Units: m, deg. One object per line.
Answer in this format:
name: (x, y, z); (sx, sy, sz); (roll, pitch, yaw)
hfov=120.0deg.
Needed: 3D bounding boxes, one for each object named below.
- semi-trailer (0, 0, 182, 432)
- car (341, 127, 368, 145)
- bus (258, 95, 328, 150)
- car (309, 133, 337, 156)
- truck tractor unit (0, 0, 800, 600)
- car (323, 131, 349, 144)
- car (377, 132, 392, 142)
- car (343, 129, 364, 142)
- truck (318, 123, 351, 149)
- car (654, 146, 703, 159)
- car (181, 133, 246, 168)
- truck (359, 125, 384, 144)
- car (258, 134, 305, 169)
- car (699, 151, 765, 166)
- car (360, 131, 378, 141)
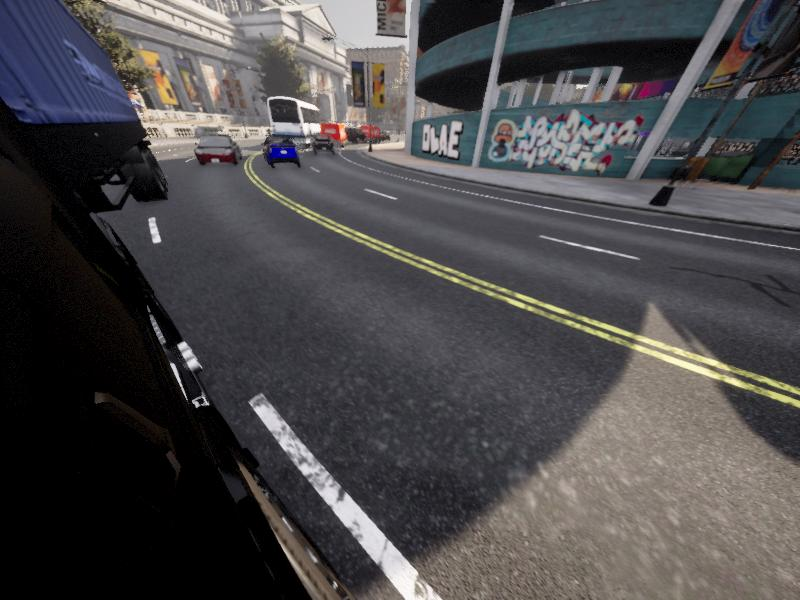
semi-trailer: (-7.845, -4.064, 4.931); (2.717, 4.402, 14.254); (-24, 44, -31)
car: (-6.928, -25.580, 36.078); (2.150, 2.045, 5.566); (10, 37, 9)
bus: (-11.869, -20.792, 27.432); (3.944, 4.253, 10.273); (0, 36, -3)
car: (-7.428, -15.253, 22.540); (2.128, 1.511, 4.902); (-7, 38, -13)
truck tractor unit: (-2.645, -0.295, 0.351); (6.516, 4.208, 3.053); (28, 44, 30)
car: (-10.176, -26.193, 37.134); (2.007, 1.525, 4.514); (9, 37, 9)
car: (-3.091, -33.250, 47.106); (1.789, 1.549, 3.705); (12, 37, 12)
car: (-8.448, -30.102, 42.233); (1.932, 1.855, 4.605); (12, 37, 12)
truck: (-8.182, -21.142, 29.658); (2.627, 2.467, 5.204); (3, 37, 0)
car: (46.911, -24.993, 39.089); (4.786, 1.482, 2.161); (12, 37, 12)
car: (-11.448, -9.587, 14.646); (2.163, 1.488, 4.792); (-13, 39, -20)
truck: (-4.979, -29.838, 41.603); (2.627, 2.467, 5.204); (11, 37, 12)
car: (-7.802, -9.751, 15.067); (2.007, 1.525, 4.514); (-16, 40, -23)
car: (43.215, -18.523, 30.188); (4.718, 1.301, 1.895); (12, 37, 12)
car: (-6.401, -34.038, 47.981); (2.007, 1.525, 4.514); (12, 37, 12)
